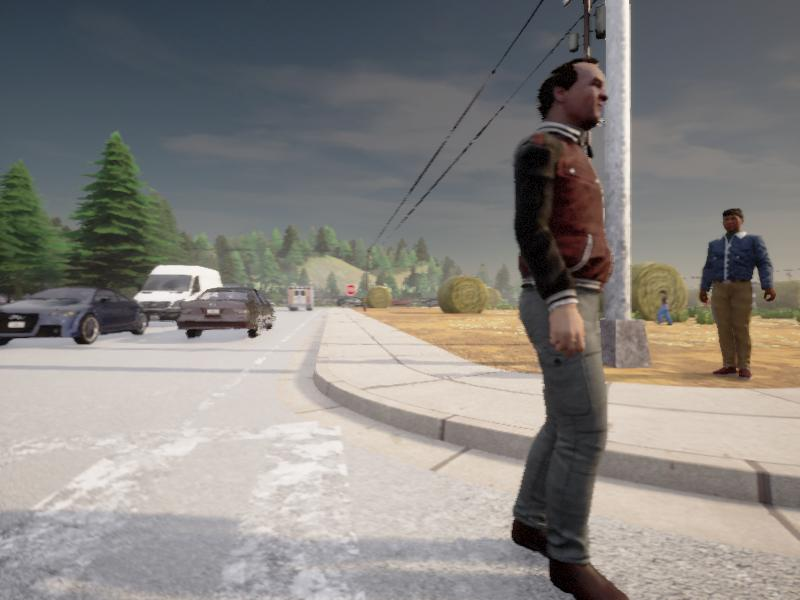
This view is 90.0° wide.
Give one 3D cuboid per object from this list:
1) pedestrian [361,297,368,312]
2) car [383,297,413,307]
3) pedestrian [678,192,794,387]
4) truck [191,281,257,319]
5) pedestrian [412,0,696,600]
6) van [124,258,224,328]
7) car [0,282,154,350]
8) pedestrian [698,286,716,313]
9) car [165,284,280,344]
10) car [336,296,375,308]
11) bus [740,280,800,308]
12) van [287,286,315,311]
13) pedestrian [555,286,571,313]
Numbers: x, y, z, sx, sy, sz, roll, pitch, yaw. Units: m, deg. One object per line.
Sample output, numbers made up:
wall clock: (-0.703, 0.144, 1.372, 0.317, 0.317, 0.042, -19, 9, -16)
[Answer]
pedestrian: (-2.757, 0.335, 30.814, 0.500, 1.100, 0.500, 0, 0, 0)
car: (-0.329, 0.356, 60.014, 4.193, 1.474, 1.816, 0, 0, -7)
pedestrian: (3.628, -0.102, 4.339, 0.751, 1.860, 0.751, 0, 0, -30)
truck: (-10.904, -0.004, 25.433, 2.390, 2.098, 6.274, 0, 0, -10)
pedestrian: (0.573, 0.046, 1.440, 0.751, 1.860, 0.751, 0, 0, 40)
van: (-9.587, -0.236, 17.666, 1.988, 2.561, 5.915, 0, 0, -10)
car: (-8.316, 0.336, 10.289, 1.994, 1.385, 4.181, 0, 0, -10)
pedestrian: (21.337, -0.036, 27.815, 0.751, 1.860, 0.751, 0, 0, -24)
car: (-5.033, 0.332, 12.235, 2.033, 1.411, 5.357, 0, 0, -11)
car: (-6.199, 0.257, 55.768, 5.238, 1.638, 1.930, 0, 0, -7)
bus: (61.045, -0.931, 64.124, 10.273, 4.253, 3.944, 0, 0, -7)
van: (-10.051, -0.137, 41.036, 2.351, 2.431, 6.366, 0, 0, -10)
pedestrian: (11.472, -0.050, 28.182, 0.751, 1.860, 0.751, 0, 0, -12)
